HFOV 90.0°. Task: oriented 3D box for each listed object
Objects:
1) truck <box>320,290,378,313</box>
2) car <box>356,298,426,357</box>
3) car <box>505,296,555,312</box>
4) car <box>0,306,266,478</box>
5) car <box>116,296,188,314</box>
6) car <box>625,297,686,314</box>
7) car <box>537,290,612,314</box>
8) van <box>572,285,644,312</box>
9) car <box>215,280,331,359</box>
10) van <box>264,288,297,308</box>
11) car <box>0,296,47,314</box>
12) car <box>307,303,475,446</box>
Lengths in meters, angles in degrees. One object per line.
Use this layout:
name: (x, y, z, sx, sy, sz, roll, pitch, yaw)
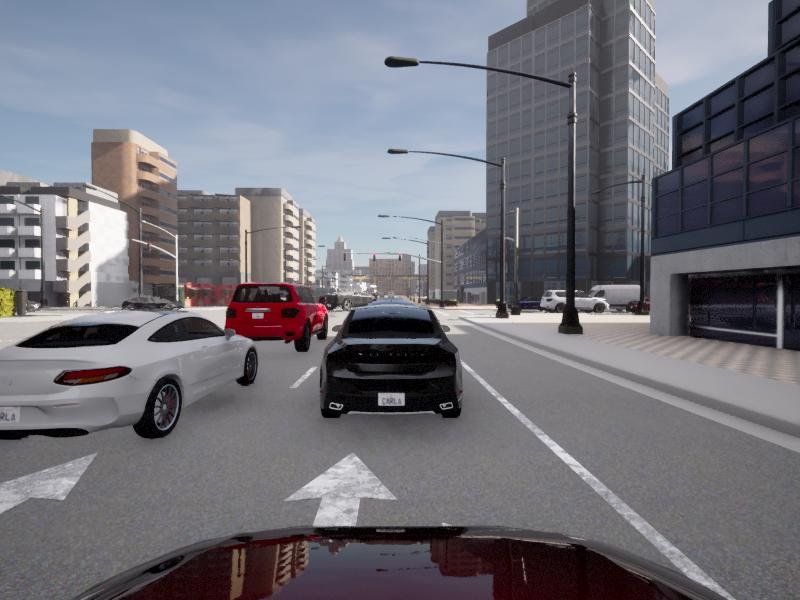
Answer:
truck: (-5.007, 0.052, 40.545, 2.390, 2.098, 6.274, 2, 2, 32)
car: (-0.289, 0.737, 13.310, 1.882, 1.535, 5.008, 0, 1, -1)
car: (12.427, 0.376, 38.379, 4.193, 1.474, 1.816, 0, 1, -1)
car: (-3.631, 0.861, 5.908, 1.812, 1.442, 4.674, 0, 0, -1)
car: (-21.254, 0.434, 34.484, 4.792, 1.488, 2.163, 0, 1, -3)
car: (22.343, 0.440, 35.044, 4.193, 1.474, 1.816, 0, 1, -1)
car: (15.170, 0.153, 34.941, 5.566, 2.045, 2.150, 0, 1, -1)
van: (19.906, -0.155, 38.479, 5.915, 2.561, 1.988, 0, 1, -1)
car: (-3.796, 0.479, 13.206, 2.150, 2.045, 5.566, 0, 1, -1)
van: (-15.145, -0.233, 51.184, 2.351, 2.431, 6.366, 0, 0, -1)
car: (-33.600, 0.413, 34.208, 4.902, 1.511, 2.128, 0, 1, -1)
car: (-0.149, 0.835, 6.827, 1.837, 1.490, 4.892, 0, 0, -1)
